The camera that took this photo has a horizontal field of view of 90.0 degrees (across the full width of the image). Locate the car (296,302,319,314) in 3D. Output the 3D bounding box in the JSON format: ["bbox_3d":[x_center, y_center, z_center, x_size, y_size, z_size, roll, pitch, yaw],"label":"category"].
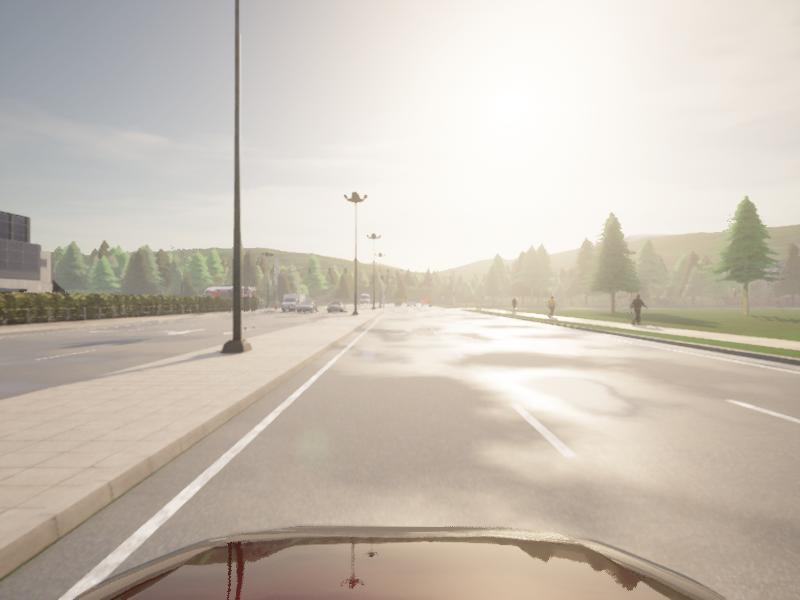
[{"bbox_3d":[-11.627,0.928,50.446,1.812,1.442,4.674,0,0,0],"label":"car"}]

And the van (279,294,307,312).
[{"bbox_3d":[-15.171,0.444,57.033,2.351,2.431,6.366,0,0,0],"label":"van"}]

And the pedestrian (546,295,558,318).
[{"bbox_3d":[12.703,0.523,33.514,0.751,1.860,0.751,0,0,1],"label":"pedestrian"}]

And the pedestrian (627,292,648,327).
[{"bbox_3d":[12.891,0.510,21.727,0.751,1.860,0.751,0,0,1],"label":"pedestrian"}]

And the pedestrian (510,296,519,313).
[{"bbox_3d":[12.750,0.536,44.642,0.751,1.860,0.751,0,0,0],"label":"pedestrian"}]

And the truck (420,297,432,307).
[{"bbox_3d":[6.526,0.471,100.924,2.627,2.467,5.204,0,0,0],"label":"truck"}]

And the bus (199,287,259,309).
[{"bbox_3d":[-33.560,-0.448,78.922,10.273,4.253,3.944,0,0,1],"label":"bus"}]

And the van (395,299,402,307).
[{"bbox_3d":[-0.486,0.716,102.552,1.775,1.987,4.442,0,0,0],"label":"van"}]

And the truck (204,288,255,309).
[{"bbox_3d":[-32.149,-0.242,75.535,8.468,3.827,2.891,0,0,1],"label":"truck"}]

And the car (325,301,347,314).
[{"bbox_3d":[-8.130,0.884,51.443,2.038,1.542,4.974,0,0,0],"label":"car"}]
